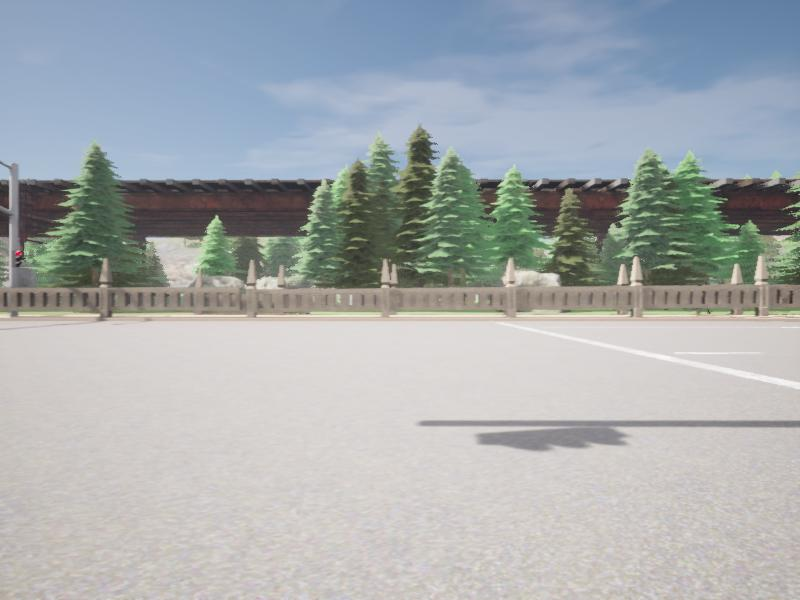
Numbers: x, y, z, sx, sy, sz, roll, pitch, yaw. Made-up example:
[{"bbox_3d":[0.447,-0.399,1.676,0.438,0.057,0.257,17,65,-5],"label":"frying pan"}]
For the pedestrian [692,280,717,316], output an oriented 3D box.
[{"bbox_3d":[15.946,-0.115,20.947,0.751,1.860,0.751,0,0,0],"label":"pedestrian"}]
